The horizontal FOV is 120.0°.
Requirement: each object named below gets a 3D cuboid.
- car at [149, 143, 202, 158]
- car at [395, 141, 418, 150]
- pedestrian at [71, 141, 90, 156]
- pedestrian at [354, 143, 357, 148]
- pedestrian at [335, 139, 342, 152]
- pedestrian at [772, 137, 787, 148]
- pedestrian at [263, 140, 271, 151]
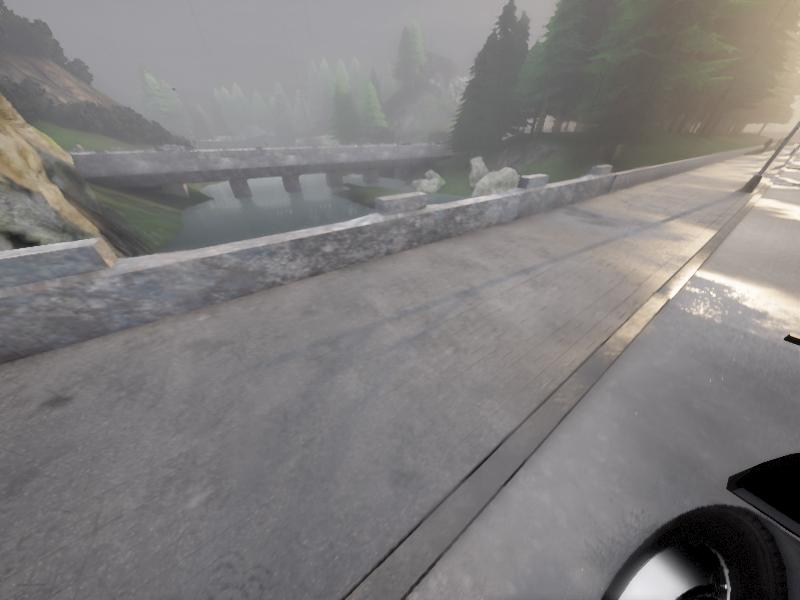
[{"bbox_3d":[-32.522,-21.854,33.765,5.238,1.638,1.930,-22,40,-27],"label":"car"},{"bbox_3d":[1.539,-35.341,52.713,5.008,1.535,1.882,-22,40,-27],"label":"car"},{"bbox_3d":[-47.582,-22.520,34.421,0.751,1.860,0.751,-20,40,-25],"label":"pedestrian"},{"bbox_3d":[-10.644,-36.918,55.207,0.500,1.100,0.500,-24,41,-29],"label":"pedestrian"},{"bbox_3d":[-10.824,-27.012,40.494,0.751,1.860,0.751,-22,40,-27],"label":"pedestrian"},{"bbox_3d":[74.374,-30.889,45.290,0.751,1.860,0.751,-21,40,-27],"label":"pedestrian"},{"bbox_3d":[-26.538,-30.808,46.009,0.751,1.860,0.751,-21,40,-26],"label":"pedestrian"}]
